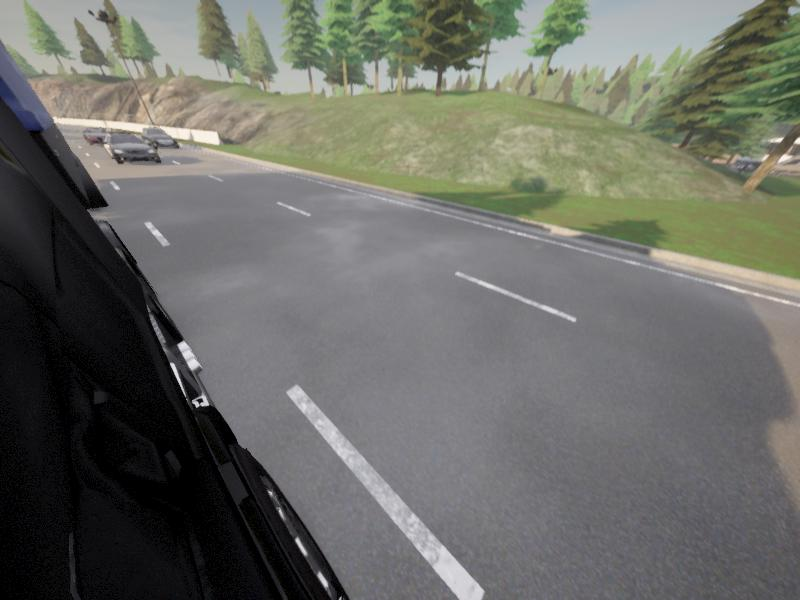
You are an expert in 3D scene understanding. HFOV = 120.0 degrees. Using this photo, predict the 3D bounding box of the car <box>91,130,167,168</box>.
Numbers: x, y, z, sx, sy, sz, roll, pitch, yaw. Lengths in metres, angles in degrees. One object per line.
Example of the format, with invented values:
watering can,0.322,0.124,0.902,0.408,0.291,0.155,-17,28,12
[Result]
car,-16.562,-9.311,14.113,4.974,1.542,2.038,28,42,30

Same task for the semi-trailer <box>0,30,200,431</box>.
semi-trailer,-8.650,-3.607,4.322,14.254,4.402,2.717,28,43,31

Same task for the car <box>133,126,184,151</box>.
car,-23.064,-15.445,22.037,4.856,1.649,2.033,28,42,30

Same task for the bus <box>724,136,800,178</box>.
bus,53.793,-19.294,31.351,10.273,4.253,3.944,28,42,30

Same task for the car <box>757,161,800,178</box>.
car,57.223,-19.017,33.742,5.027,1.651,2.152,28,42,30

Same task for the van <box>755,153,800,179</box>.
van,51.629,-17.152,29.664,5.915,2.561,1.988,28,42,30

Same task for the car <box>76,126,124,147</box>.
car,-28.184,-15.350,21.716,4.181,1.385,1.994,27,42,29

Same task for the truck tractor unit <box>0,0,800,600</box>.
truck tractor unit,-2.645,-0.295,0.351,6.516,4.208,3.053,28,44,30
